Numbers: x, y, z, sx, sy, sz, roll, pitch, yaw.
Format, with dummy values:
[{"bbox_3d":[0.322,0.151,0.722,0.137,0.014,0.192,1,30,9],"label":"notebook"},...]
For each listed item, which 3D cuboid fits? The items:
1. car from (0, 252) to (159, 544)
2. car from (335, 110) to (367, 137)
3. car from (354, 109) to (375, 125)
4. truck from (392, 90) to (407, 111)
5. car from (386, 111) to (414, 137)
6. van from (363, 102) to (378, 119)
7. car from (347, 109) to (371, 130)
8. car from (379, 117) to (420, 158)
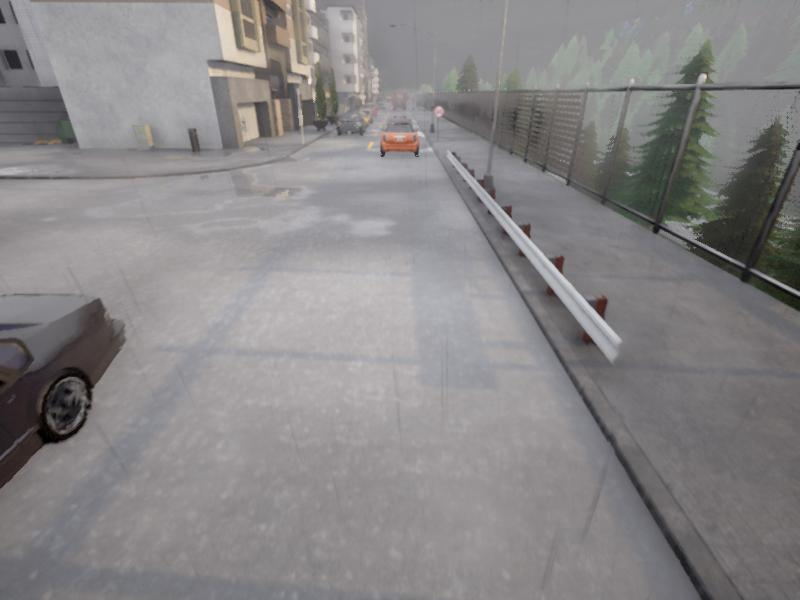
[{"bbox_3d":[-4.028,1.325,2.480,2.033,1.411,5.357,-1,27,-3],"label":"car"},{"bbox_3d":[-4.022,-14.805,33.379,2.097,1.767,4.553,0,27,0],"label":"car"},{"bbox_3d":[-4.032,-21.082,45.921,1.970,1.475,3.806,0,27,0],"label":"car"},{"bbox_3d":[-0.062,-42.047,84.107,2.891,3.827,8.468,0,27,0],"label":"truck"},{"bbox_3d":[-0.019,-14.980,33.939,2.152,1.651,5.027,0,27,0],"label":"car"},{"bbox_3d":[-4.041,-26.032,54.984,1.775,1.987,4.442,0,27,0],"label":"van"},{"bbox_3d":[-4.029,-17.967,39.755,1.801,1.575,5.366,0,27,0],"label":"car"},{"bbox_3d":[-0.012,-9.393,22.897,2.097,1.767,4.553,0,27,0],"label":"car"}]
